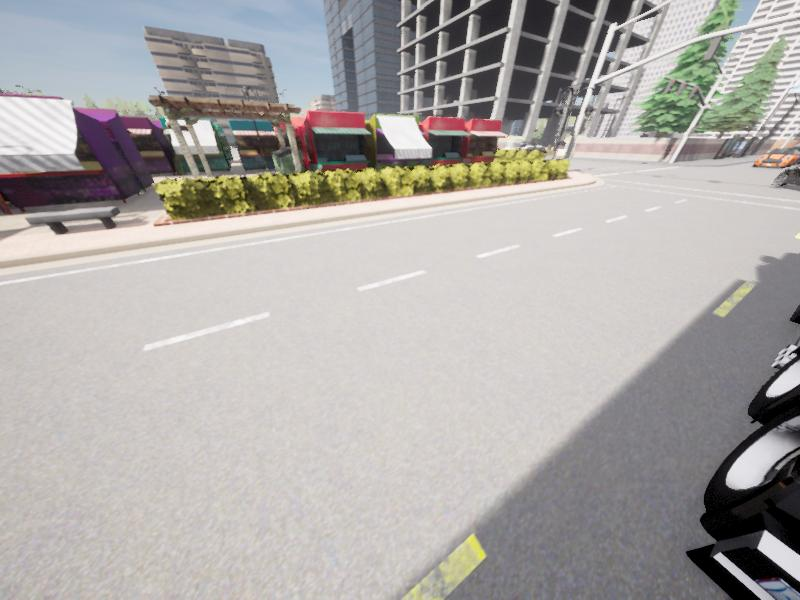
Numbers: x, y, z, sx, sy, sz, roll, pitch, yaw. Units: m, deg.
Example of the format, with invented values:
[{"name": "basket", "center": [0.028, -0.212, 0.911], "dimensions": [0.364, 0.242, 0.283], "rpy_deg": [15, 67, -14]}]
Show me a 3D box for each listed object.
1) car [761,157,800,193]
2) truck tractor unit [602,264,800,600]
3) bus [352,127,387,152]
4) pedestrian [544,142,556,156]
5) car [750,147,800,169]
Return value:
[{"name": "car", "center": [22.859, -6.564, 12.255], "dimensions": [2.128, 1.511, 4.902], "rpy_deg": [20, 39, 25]}, {"name": "truck tractor unit", "center": [5.109, -0.303, 0.783], "dimensions": [6.516, 4.208, 3.053], "rpy_deg": [-18, 39, -24]}, {"name": "bus", "center": [-7.063, -36.878, 53.172], "dimensions": [3.944, 4.253, 10.273], "rpy_deg": [-18, 39, -24]}, {"name": "pedestrian", "center": [23.350, -23.588, 36.058], "dimensions": [0.751, 1.860, 0.751], "rpy_deg": [-5, 35, -7]}, {"name": "car", "center": [39.499, -14.861, 24.083], "dimensions": [4.553, 1.767, 2.097], "rpy_deg": [-18, 39, -24]}]
